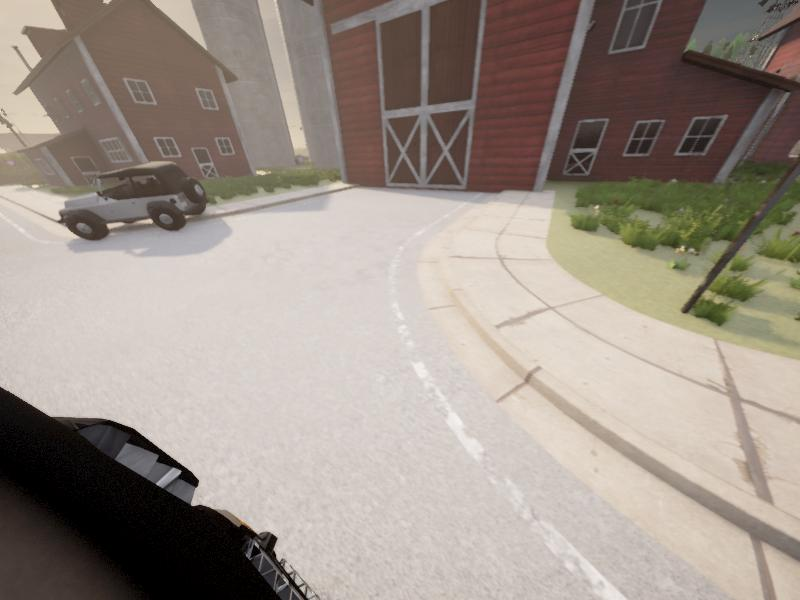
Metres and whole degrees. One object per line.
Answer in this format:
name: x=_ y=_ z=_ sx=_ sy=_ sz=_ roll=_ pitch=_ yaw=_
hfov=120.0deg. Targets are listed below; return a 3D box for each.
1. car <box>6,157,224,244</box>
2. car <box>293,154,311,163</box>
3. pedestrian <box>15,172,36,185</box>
car: x=-8.914 y=-3.444 z=7.826 sx=3.866 sy=1.878 sz=1.905 roll=-10 pitch=40 yaw=-8
car: x=-26.216 y=-37.976 z=61.783 sx=1.905 sy=1.878 sz=3.866 roll=17 pitch=38 yaw=26
pedestrian: x=-46.776 y=-15.196 z=28.841 sx=0.751 sy=1.300 sz=0.751 roll=16 pitch=38 yaw=26
